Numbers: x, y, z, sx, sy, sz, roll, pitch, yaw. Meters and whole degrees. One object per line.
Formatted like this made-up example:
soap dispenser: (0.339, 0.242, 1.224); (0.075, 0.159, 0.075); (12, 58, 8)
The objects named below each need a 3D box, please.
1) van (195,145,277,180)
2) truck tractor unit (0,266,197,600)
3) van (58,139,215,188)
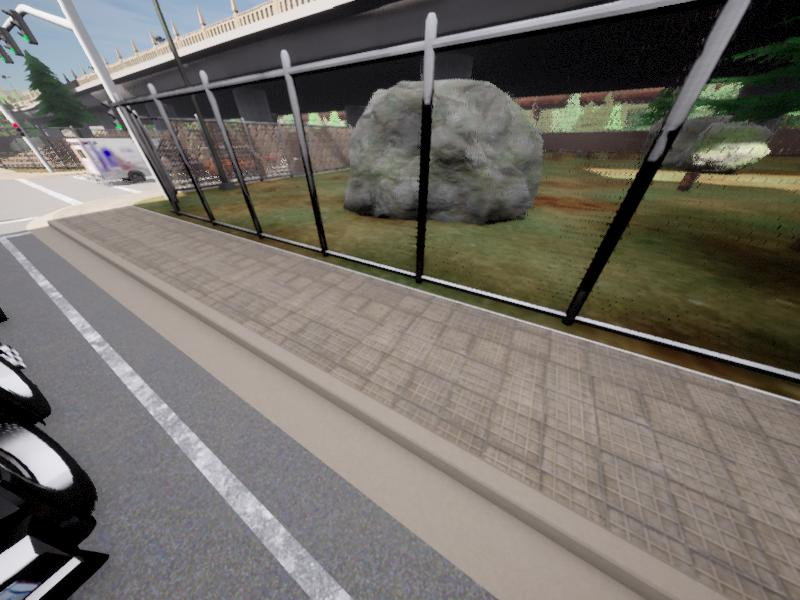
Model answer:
van: (-12.205, -10.614, 17.676); (1.775, 1.987, 4.442); (18, 39, 24)
truck tractor unit: (-5.113, -0.299, 0.771); (6.516, 4.208, 3.053); (18, 39, 24)
van: (-17.368, -9.648, 15.953); (2.351, 2.431, 6.366); (18, 39, 24)
